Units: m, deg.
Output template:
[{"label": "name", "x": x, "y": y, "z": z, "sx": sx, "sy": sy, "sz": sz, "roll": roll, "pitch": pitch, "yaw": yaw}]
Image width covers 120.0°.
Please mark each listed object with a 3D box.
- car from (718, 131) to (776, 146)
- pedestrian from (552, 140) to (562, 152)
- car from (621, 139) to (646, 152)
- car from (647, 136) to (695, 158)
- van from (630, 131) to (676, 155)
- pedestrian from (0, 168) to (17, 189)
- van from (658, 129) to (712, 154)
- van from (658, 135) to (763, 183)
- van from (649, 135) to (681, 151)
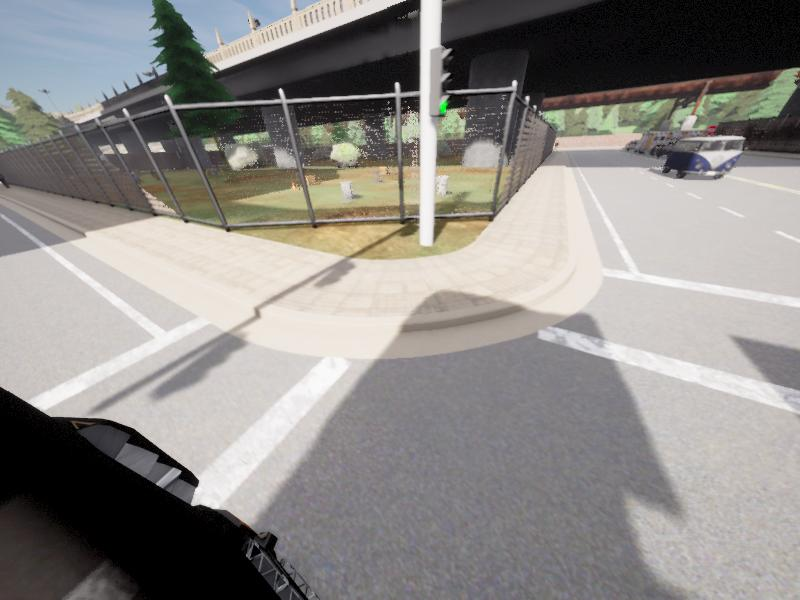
[{"label": "car", "x": 57.032, "y": -26.553, "z": 38.146, "sx": 4.553, "sy": 1.767, "sz": 2.097, "roll": 16, "pitch": 38, "yaw": 26}, {"label": "pedestrian", "x": 30.568, "y": -30.015, "z": 44.972, "sx": 0.751, "sy": 1.860, "sz": 0.751, "roll": -18, "pitch": 36, "yaw": -21}, {"label": "car", "x": 38.831, "y": -25.741, "z": 38.455, "sx": 1.851, "sy": 1.617, "sz": 3.988, "roll": 16, "pitch": 38, "yaw": 26}, {"label": "car", "x": 29.977, "y": -17.026, "z": 25.732, "sx": 1.932, "sy": 1.855, "sz": 4.605, "roll": 16, "pitch": 38, "yaw": 26}, {"label": "van", "x": 33.983, "y": -21.262, "z": 31.322, "sx": 2.351, "sy": 2.431, "sz": 6.366, "roll": 16, "pitch": 38, "yaw": 26}, {"label": "pedestrian", "x": -41.878, "y": -12.737, "z": 24.265, "sx": 0.751, "sy": 1.860, "sz": 0.751, "roll": -28, "pitch": 41, "yaw": -33}, {"label": "van", "x": 37.830, "y": -21.215, "z": 30.962, "sx": 2.351, "sy": 2.431, "sz": 6.366, "roll": 16, "pitch": 38, "yaw": 26}, {"label": "van", "x": 17.106, "y": -8.113, "z": 13.160, "sx": 1.775, "sy": 1.987, "sz": 4.442, "roll": 16, "pitch": 38, "yaw": 26}, {"label": "van", "x": 41.465, "y": -24.655, "z": 36.275, "sx": 1.775, "sy": 1.987, "sz": 4.442, "roll": 16, "pitch": 38, "yaw": 26}]
